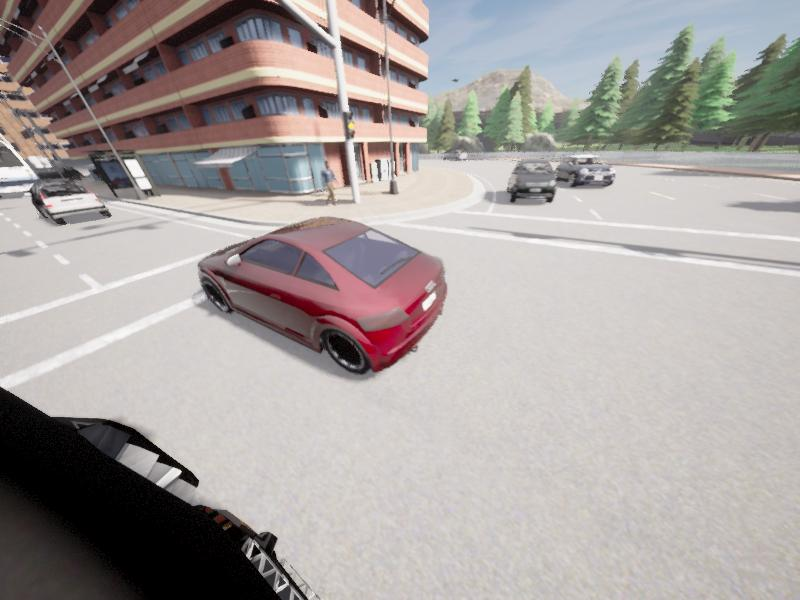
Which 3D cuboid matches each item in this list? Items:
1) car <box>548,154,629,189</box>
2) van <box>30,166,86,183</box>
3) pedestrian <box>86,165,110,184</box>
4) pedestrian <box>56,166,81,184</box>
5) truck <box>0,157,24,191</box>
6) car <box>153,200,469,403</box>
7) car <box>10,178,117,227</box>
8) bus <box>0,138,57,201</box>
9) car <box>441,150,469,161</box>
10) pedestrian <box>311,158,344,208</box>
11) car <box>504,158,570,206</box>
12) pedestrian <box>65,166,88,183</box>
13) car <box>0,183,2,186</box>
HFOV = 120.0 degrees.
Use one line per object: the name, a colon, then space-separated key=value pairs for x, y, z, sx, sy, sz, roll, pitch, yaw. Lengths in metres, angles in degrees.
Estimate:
car: x=10.647 y=-7.568 z=13.480 sx=1.970 sy=1.475 sz=3.806 roll=3 pitch=34 yaw=9
van: x=-55.371 y=-20.497 z=37.531 sx=1.775 sy=1.987 sz=4.442 roll=16 pitch=37 yaw=26
pedestrian: x=-34.402 y=-14.277 z=26.328 sx=0.751 sy=1.860 sz=0.751 roll=16 pitch=37 yaw=26
pedestrian: x=-40.877 y=-15.407 z=28.511 sx=0.751 sy=1.860 sz=0.751 roll=2 pitch=33 yaw=7
truck: x=-49.415 y=-15.485 z=27.750 sx=8.468 sy=3.827 sz=2.891 roll=20 pitch=40 yaw=30
car: x=-1.373 y=-0.520 z=3.642 sx=4.181 sy=1.385 sz=1.994 roll=16 pitch=38 yaw=26
car: x=-15.998 y=-4.763 z=11.017 sx=3.988 sy=1.617 sz=1.851 roll=16 pitch=37 yaw=26
bus: x=-36.596 y=-11.648 z=20.594 sx=10.273 sy=4.253 sz=3.944 roll=17 pitch=38 yaw=26
car: x=10.082 y=-26.541 z=42.429 sx=2.242 sy=1.667 sz=4.611 roll=-22 pitch=38 yaw=-27
pedestrian: x=-3.127 y=-5.113 z=10.101 sx=0.751 sy=1.860 sz=0.751 roll=23 pitch=41 yaw=34
car: x=6.004 y=-5.555 z=10.646 sx=1.789 sy=1.549 sz=3.705 roll=8 pitch=35 yaw=16
pedestrian: x=-40.852 y=-15.844 z=29.178 sx=0.751 sy=1.860 sz=0.751 roll=16 pitch=38 yaw=26
car: x=-59.859 y=-17.205 z=33.293 sx=4.674 sy=1.442 sz=1.812 roll=16 pitch=37 yaw=26
